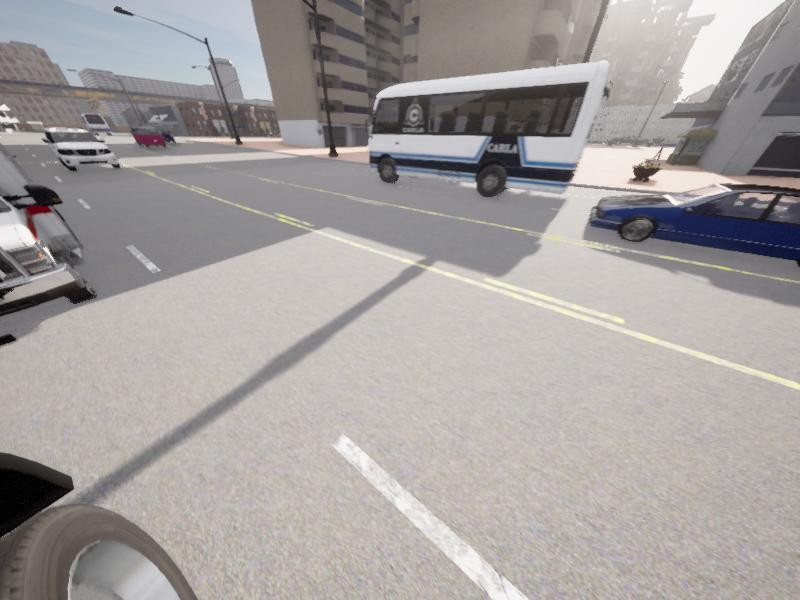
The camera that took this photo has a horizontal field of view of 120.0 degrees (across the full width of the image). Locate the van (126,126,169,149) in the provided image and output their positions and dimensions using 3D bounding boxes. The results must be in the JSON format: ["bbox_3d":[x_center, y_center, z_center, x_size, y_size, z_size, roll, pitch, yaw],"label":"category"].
[{"bbox_3d":[-28.695,-18.517,26.273,4.442,1.987,1.775,24,42,27],"label":"van"}]

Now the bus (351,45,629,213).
[{"bbox_3d":[2.956,-7.650,11.013,10.273,4.253,3.944,23,41,28],"label":"bus"}]

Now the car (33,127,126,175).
[{"bbox_3d":[-19.906,-9.389,14.352,5.566,2.045,2.150,25,42,28],"label":"car"}]

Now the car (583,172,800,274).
[{"bbox_3d":[7.934,-1.943,5.525,5.357,1.411,2.033,23,41,28],"label":"car"}]

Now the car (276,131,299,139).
[{"bbox_3d":[-29.532,-43.448,60.900,1.882,1.535,5.008,25,42,29],"label":"car"}]

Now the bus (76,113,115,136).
[{"bbox_3d":[-75.846,-43.622,57.533,10.273,4.253,3.944,27,43,31],"label":"bus"}]

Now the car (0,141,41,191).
[{"bbox_3d":[-18.727,-6.073,10.358,4.902,1.511,2.128,24,42,27],"label":"car"}]

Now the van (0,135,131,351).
[{"bbox_3d":[-7.564,-1.489,3.705,6.366,2.431,2.351,24,41,28],"label":"van"}]
